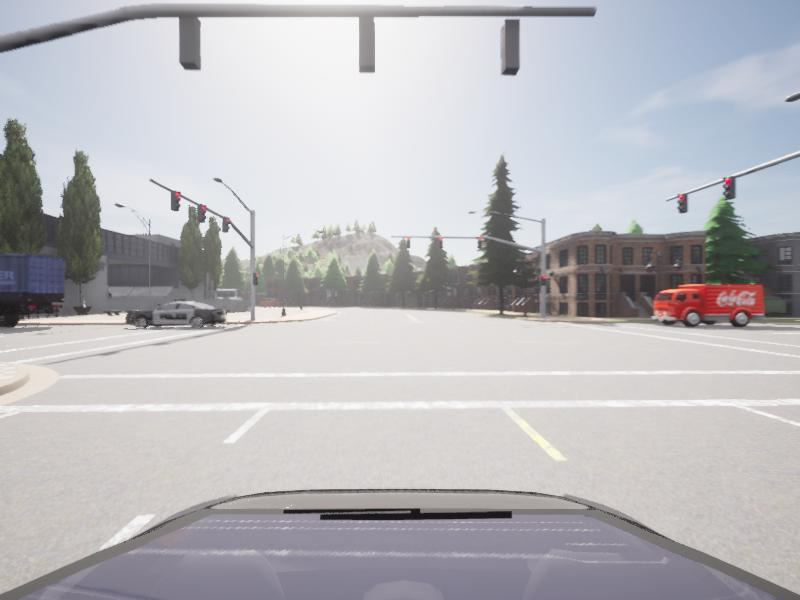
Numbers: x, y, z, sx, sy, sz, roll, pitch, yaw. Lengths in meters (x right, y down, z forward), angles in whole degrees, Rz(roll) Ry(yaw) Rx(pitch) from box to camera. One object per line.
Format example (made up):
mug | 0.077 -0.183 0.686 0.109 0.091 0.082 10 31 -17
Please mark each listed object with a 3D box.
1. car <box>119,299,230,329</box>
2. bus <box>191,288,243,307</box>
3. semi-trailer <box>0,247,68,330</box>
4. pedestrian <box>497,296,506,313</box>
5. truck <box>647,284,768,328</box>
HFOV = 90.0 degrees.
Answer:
car | -12.754 0.782 22.910 5.238 1.638 1.930 0 0 -2
bus | -42.444 -0.506 93.053 10.273 4.253 3.944 0 0 0
semi-trailer | -27.087 -0.588 22.492 14.254 4.402 2.717 0 0 -2
pedestrian | 10.913 0.464 42.939 0.751 1.860 0.751 0 0 -2
truck | 18.103 0.323 23.818 5.204 2.467 2.627 0 0 -2
